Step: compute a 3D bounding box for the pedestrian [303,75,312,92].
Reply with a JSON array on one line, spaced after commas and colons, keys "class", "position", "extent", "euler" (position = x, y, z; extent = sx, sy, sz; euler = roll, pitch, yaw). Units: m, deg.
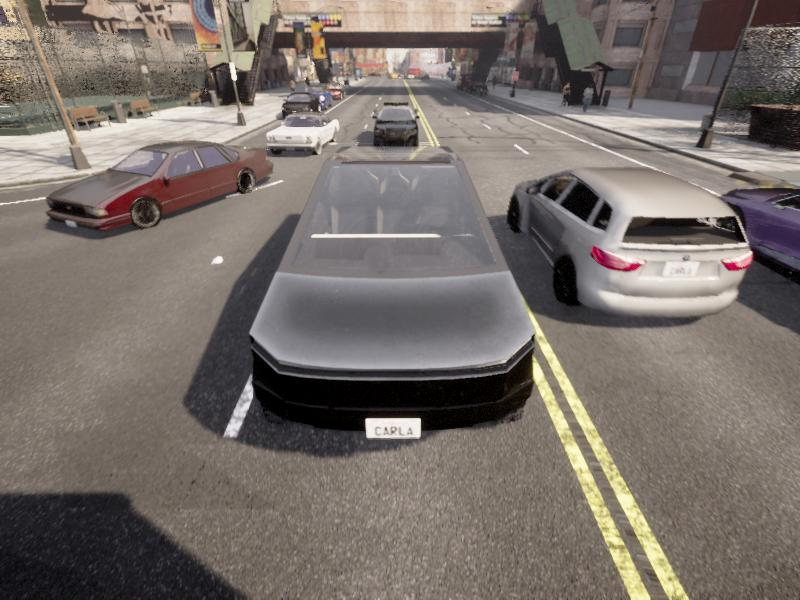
[{"class": "pedestrian", "position": [-11.825, -27.821, 51.365], "extent": [0.751, 1.860, 0.751], "euler": [1, 30, 2]}]

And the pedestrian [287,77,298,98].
[{"class": "pedestrian", "position": [-11.053, -21.814, 41.099], "extent": [0.751, 1.860, 0.751], "euler": [0, 30, 0]}]

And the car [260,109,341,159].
[{"class": "car", "position": [-3.957, -7.070, 16.800], "extent": [1.895, 1.301, 4.718], "euler": [2, 30, 4]}]

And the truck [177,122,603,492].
[{"class": "truck", "position": [-0.072, -0.915, 5.480], "extent": [2.390, 2.098, 6.274], "euler": [0, 30, 0]}]

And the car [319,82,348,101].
[{"class": "car", "position": [-6.876, -21.867, 41.854], "extent": [2.231, 1.521, 4.892], "euler": [0, 30, -1]}]

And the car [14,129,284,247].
[{"class": "car", "position": [-5.509, -3.097, 9.917], "extent": [2.033, 1.411, 5.357], "euler": [13, 33, 21]}]

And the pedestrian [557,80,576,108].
[{"class": "pedestrian", "position": [13.004, -16.107, 31.301], "extent": [0.751, 1.860, 0.751], "euler": [-1, 30, -2]}]

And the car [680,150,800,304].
[{"class": "car", "position": [6.926, -0.911, 5.924], "extent": [2.033, 1.649, 4.856], "euler": [0, 30, 0]}]

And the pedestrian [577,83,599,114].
[{"class": "pedestrian", "position": [12.793, -13.728, 27.236], "extent": [0.751, 1.860, 0.751], "euler": [1, 30, 1]}]

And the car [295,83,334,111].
[{"class": "car", "position": [-6.833, -16.534, 32.490], "extent": [2.185, 1.767, 4.553], "euler": [0, 30, -1]}]

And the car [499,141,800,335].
[{"class": "car", "position": [3.415, -1.431, 6.780], "extent": [2.242, 1.667, 4.611], "euler": [0, 30, 0]}]

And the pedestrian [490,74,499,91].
[{"class": "pedestrian", "position": [12.491, -28.786, 52.966], "extent": [0.751, 1.860, 0.751], "euler": [0, 30, 0]}]

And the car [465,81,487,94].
[{"class": "car", "position": [9.775, -27.515, 51.697], "extent": [1.895, 1.301, 4.718], "euler": [0, 30, -1]}]

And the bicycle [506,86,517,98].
[{"class": "bicycle", "position": [11.659, -21.813, 41.906], "extent": [0.373, 1.024, 1.643], "euler": [8, 30, -6]}]

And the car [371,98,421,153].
[{"class": "car", "position": [-0.174, -7.994, 18.030], "extent": [1.930, 1.638, 5.238], "euler": [0, 30, 0]}]

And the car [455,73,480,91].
[{"class": "car", "position": [9.676, -31.566, 57.895], "extent": [2.435, 2.045, 5.566], "euler": [0, 30, -1]}]

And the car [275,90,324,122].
[{"class": "car", "position": [-6.648, -13.181, 27.009], "extent": [2.097, 1.535, 5.008], "euler": [0, 30, -1]}]
